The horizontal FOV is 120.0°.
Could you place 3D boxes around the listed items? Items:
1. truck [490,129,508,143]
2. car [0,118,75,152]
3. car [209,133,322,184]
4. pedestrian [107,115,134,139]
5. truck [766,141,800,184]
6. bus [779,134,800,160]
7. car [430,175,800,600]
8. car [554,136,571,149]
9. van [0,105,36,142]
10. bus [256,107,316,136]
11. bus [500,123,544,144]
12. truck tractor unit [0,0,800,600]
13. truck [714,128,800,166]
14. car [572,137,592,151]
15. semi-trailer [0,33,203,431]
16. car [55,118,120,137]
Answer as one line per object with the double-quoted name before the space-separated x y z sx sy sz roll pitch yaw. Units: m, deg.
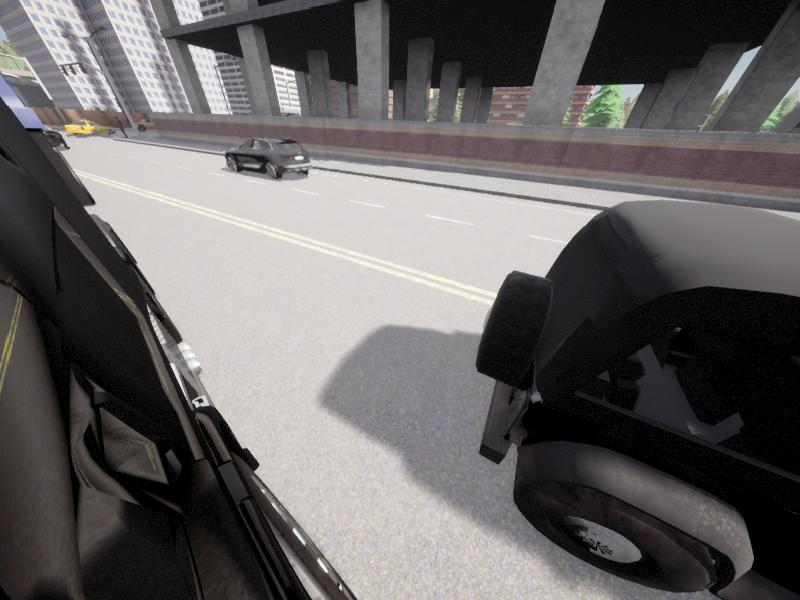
"truck" 23.515 -38.786 54.720 2.615 2.467 5.204 20 40 21
"car" -25.932 -11.678 16.267 5.238 1.638 1.930 20 40 21
"car" -6.576 -7.145 11.434 4.856 1.649 2.033 20 40 21
"pedestrian" -28.822 -17.830 23.841 0.751 1.860 0.751 -6 38 -12
"truck" 30.285 -9.468 16.078 2.627 2.467 5.204 20 40 21
"bus" 85.850 -29.860 45.481 10.273 4.253 3.944 20 40 22
"car" 2.425 0.734 1.236 3.866 1.878 1.905 20 40 21
"car" 29.377 -28.519 41.782 1.905 1.878 3.866 20 40 21
"van" -35.091 -14.984 19.456 6.366 2.431 2.351 16 39 16
"bus" -23.048 -36.814 47.913 3.944 4.253 10.273 20 40 22
"bus" 35.128 -48.129 66.730 10.273 4.253 3.944 20 40 22
"truck tractor unit" -2.645 -0.295 0.351 6.516 4.208 3.053 28 44 30
"truck" 48.830 -21.135 31.735 2.891 3.827 8.468 20 40 21
"car" 31.953 -27.594 40.707 1.905 1.878 3.866 20 40 21
"semi-trailer" -8.771 -3.554 4.156 14.254 4.402 2.717 27 43 29
"car" -36.058 -20.114 26.970 1.801 1.575 5.366 -7 38 -14
